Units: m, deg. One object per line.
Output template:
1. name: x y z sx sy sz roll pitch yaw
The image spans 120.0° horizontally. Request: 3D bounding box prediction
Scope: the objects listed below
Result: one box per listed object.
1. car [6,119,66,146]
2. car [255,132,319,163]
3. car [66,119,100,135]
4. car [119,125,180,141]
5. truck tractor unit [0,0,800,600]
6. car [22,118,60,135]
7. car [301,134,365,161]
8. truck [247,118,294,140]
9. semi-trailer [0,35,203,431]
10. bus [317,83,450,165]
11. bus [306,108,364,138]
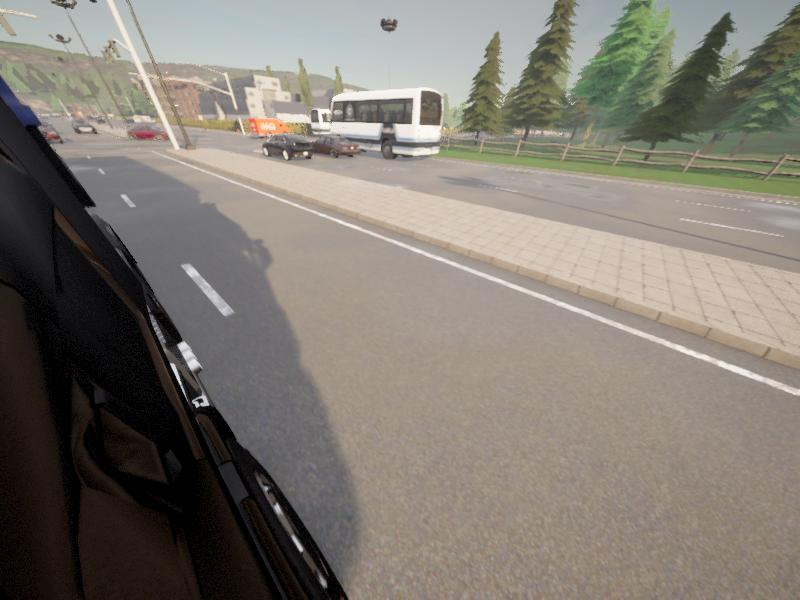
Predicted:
1. car: -31.986 -14.855 20.430 5.027 1.651 2.152 28 44 30
2. car: -8.293 -11.242 16.894 4.892 1.490 1.837 28 44 30
3. car: -43.073 -23.521 31.393 4.856 1.649 2.033 28 44 30
4. car: -28.810 -19.314 26.717 4.181 1.385 1.994 -4 38 -8
5. truck tractor unit: -2.645 -0.295 0.352 6.516 4.208 3.053 28 44 30
6. car: -46.313 -22.449 29.892 4.974 1.542 2.038 28 44 30
7. car: -5.513 -12.479 18.756 5.357 1.411 2.033 28 44 30
8. truck: -19.613 -26.078 35.232 2.627 2.467 5.204 27 44 30
9. semi-trailer: -8.798 -3.510 4.163 14.254 4.402 2.717 27 43 29
10. bus: -1.706 -14.275 18.952 10.273 4.253 3.944 28 44 30
11. bus: -12.444 -34.976 45.920 3.944 4.253 10.273 29 45 31
